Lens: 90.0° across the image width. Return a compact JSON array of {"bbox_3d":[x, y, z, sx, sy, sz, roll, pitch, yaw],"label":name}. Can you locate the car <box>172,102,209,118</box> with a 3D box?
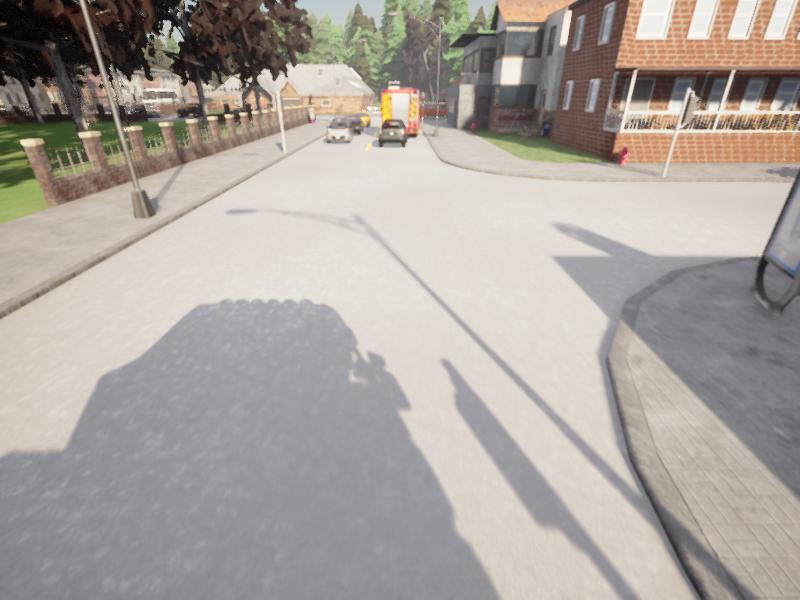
[{"bbox_3d":[-29.659,-26.969,56.780,3.866,1.878,1.905,0,27,0],"label":"car"}]

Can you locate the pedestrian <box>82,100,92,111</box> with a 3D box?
[{"bbox_3d":[-58.290,-36.254,74.566,0.751,1.860,0.751,0,27,0],"label":"pedestrian"}]

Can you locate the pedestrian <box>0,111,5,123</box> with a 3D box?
[{"bbox_3d":[-44.493,-20.197,44.052,0.751,1.300,0.751,1,27,2],"label":"pedestrian"}]

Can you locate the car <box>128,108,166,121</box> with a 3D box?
[{"bbox_3d":[-33.895,-24.911,53.661,3.633,1.501,1.845,0,27,0],"label":"car"}]

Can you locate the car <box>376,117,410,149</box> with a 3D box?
[{"bbox_3d":[-0.394,-11.039,26.253,1.851,1.617,3.988,2,27,3],"label":"car"}]

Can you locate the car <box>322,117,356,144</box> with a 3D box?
[{"bbox_3d":[-4.187,-11.913,28.031,1.845,1.501,3.633,-1,27,-1],"label":"car"}]

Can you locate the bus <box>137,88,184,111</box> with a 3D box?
[{"bbox_3d":[-53.219,-44.928,89.527,3.944,4.253,10.273,0,27,0],"label":"bus"}]

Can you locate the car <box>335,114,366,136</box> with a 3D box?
[{"bbox_3d":[-4.077,-14.929,34.026,2.033,1.411,5.357,0,27,-1],"label":"car"}]

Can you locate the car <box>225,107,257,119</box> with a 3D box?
[{"bbox_3d":[-22.749,-26.746,57.215,3.633,1.501,1.845,0,27,0],"label":"car"}]

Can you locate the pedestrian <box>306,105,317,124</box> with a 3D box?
[{"bbox_3d":[-9.387,-19.698,42.483,0.751,1.860,0.751,0,27,0],"label":"pedestrian"}]

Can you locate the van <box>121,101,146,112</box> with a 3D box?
[{"bbox_3d":[-53.359,-38.879,80.276,1.775,1.987,4.442,0,27,0],"label":"van"}]

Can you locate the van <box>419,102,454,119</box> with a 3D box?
[{"bbox_3d":[4.804,-25.288,53.470,4.442,1.987,1.775,0,27,0],"label":"van"}]

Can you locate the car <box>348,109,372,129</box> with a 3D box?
[{"bbox_3d":[-3.953,-18.384,40.521,1.801,1.575,5.366,0,27,1],"label":"car"}]

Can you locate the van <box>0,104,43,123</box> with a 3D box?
[{"bbox_3d":[-48.727,-23.635,50.673,2.069,2.038,4.480,10,29,19],"label":"van"}]

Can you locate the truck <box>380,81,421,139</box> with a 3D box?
[{"bbox_3d":[0.014,-15.644,32.762,2.891,3.827,8.468,0,27,0],"label":"truck"}]
